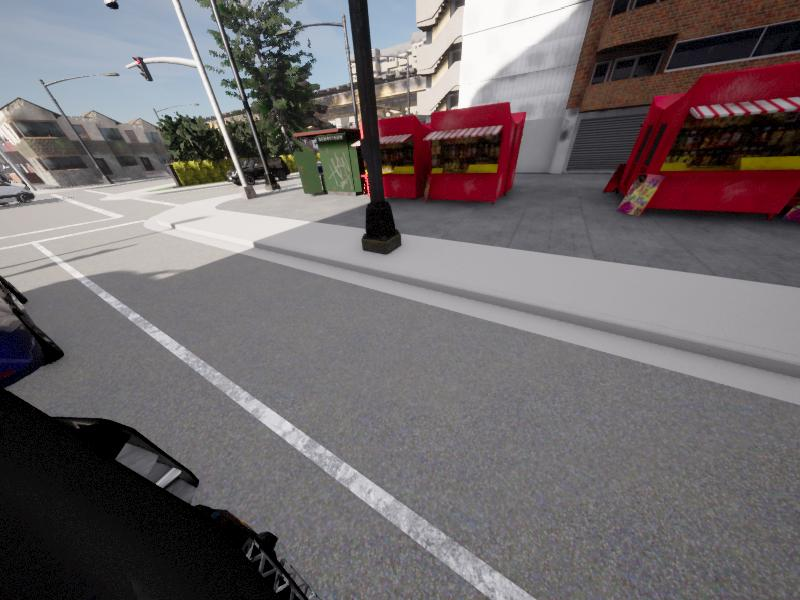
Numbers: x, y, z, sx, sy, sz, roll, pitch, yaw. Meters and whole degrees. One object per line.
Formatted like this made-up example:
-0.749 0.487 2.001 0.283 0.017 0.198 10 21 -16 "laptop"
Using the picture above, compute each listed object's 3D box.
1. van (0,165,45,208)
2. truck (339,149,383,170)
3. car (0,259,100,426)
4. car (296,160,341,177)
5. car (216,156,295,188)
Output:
-30.005 -7.506 15.796 1.988 2.561 5.915 -5 33 -2 "van"
-5.276 -19.615 32.248 2.390 2.098 6.274 15 38 27 "truck"
-6.373 0.267 2.730 4.792 1.488 2.163 15 38 26 "car"
-9.319 -15.287 26.771 1.895 1.301 4.718 15 38 27 "car"
-13.018 -11.961 21.370 2.150 2.045 5.566 15 38 27 "car"
